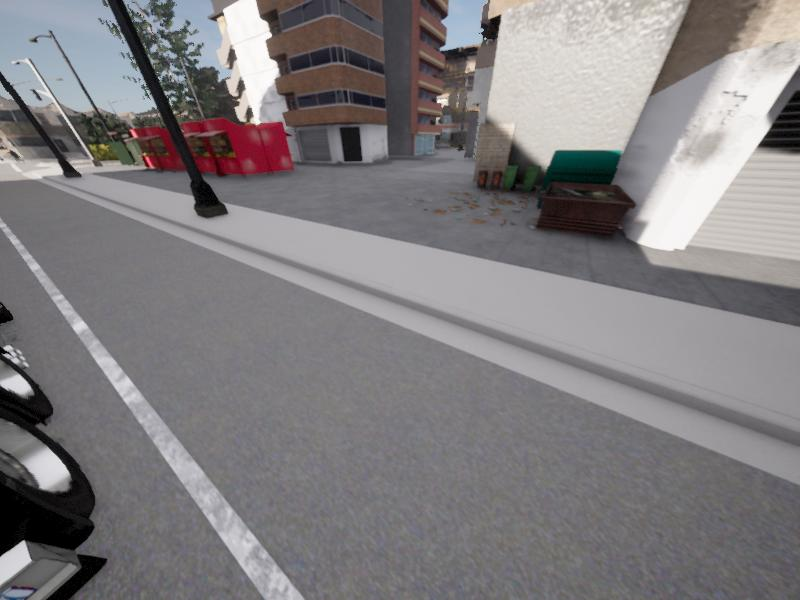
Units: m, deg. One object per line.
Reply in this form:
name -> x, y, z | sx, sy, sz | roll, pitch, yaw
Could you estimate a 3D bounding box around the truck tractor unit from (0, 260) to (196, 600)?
truck tractor unit -> -5.104, -0.307, 0.790 | 6.516, 4.208, 3.053 | 19, 39, 25
